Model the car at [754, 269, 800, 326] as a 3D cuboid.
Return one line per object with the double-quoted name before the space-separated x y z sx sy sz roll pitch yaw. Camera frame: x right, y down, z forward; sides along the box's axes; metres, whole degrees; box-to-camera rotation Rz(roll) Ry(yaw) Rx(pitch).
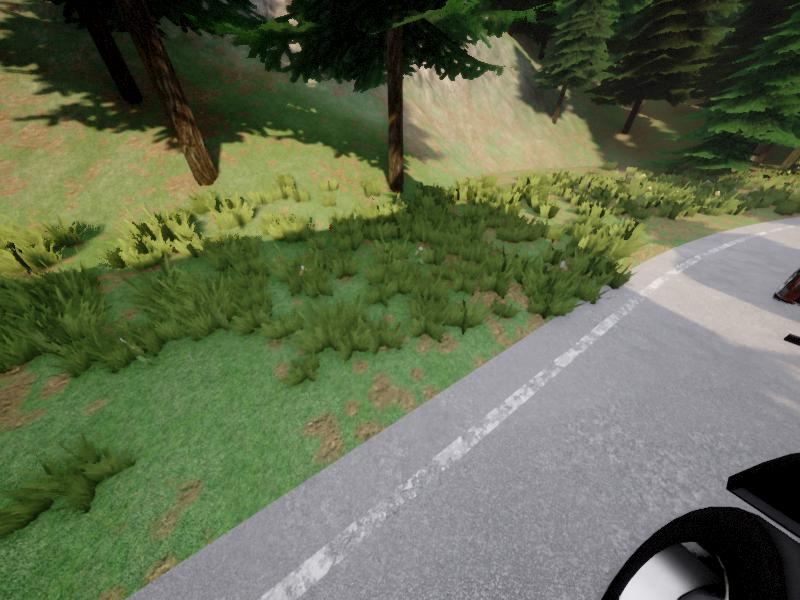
"car" 7.917 -0.438 3.293 4.181 1.385 1.994 -16 38 -21
